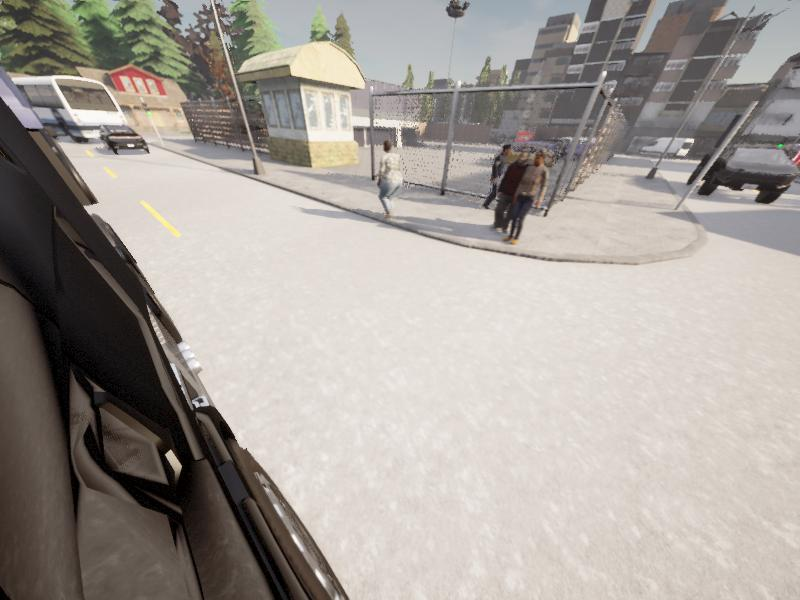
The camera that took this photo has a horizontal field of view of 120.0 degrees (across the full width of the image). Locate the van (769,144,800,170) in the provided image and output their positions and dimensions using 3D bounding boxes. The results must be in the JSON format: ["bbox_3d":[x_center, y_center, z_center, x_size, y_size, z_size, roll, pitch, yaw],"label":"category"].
[{"bbox_3d":[50.676,-16.843,27.555,6.366,2.431,2.351,27,43,28],"label":"van"}]

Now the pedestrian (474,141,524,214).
[{"bbox_3d":[2.990,-3.739,7.096,0.751,1.860,0.751,24,42,26],"label":"pedestrian"}]

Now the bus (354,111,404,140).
[{"bbox_3d":[-3.953,-35.250,46.917,3.944,4.253,10.273,28,43,30],"label":"bus"}]

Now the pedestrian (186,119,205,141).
[{"bbox_3d":[-21.190,-17.608,23.963,0.751,1.860,0.751,28,43,29],"label":"pedestrian"}]

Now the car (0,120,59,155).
[{"bbox_3d":[-23.179,-10.038,14.205,3.705,1.549,1.789,27,43,28],"label":"car"}]

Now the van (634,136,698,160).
[{"bbox_3d":[40.874,-23.601,35.824,1.988,2.561,5.915,-3,37,-11],"label":"van"}]

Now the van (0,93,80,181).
[{"bbox_3d":[-16.309,-6.989,9.779,5.915,2.561,1.988,28,43,30],"label":"van"}]

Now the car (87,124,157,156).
[{"bbox_3d":[-19.220,-11.132,15.969,4.902,1.511,2.128,28,44,30],"label":"car"}]

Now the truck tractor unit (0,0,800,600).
[{"bbox_3d":[-2.645,-0.295,0.351,6.516,4.208,3.053,28,44,30],"label":"truck tractor unit"}]

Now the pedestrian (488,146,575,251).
[{"bbox_3d":[2.668,-2.113,4.902,0.751,1.860,0.751,-18,41,-25],"label":"pedestrian"}]

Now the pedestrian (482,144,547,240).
[{"bbox_3d":[2.603,-2.483,5.392,0.751,1.860,0.751,20,40,22],"label":"pedestrian"}]

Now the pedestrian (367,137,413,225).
[{"bbox_3d":[-0.275,-3.019,5.914,0.751,1.860,0.751,-23,44,-30],"label":"pedestrian"}]

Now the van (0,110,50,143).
[{"bbox_3d":[-31.477,-13.364,17.722,4.442,1.987,1.775,-10,38,-17],"label":"van"}]

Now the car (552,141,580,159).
[{"bbox_3d":[19.906,-18.044,27.693,1.789,1.547,3.705,28,44,30],"label":"car"}]

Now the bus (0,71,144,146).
[{"bbox_3d":[-28.934,-16.466,20.151,10.273,4.253,3.944,18,39,19],"label":"bus"}]

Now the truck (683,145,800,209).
[{"bbox_3d":[17.597,-6.691,12.038,2.390,2.098,6.274,28,44,30],"label":"truck"}]

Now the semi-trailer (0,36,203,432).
[{"bbox_3d":[-8.746,-3.580,4.169,14.254,4.402,2.717,28,43,29],"label":"semi-trailer"}]
